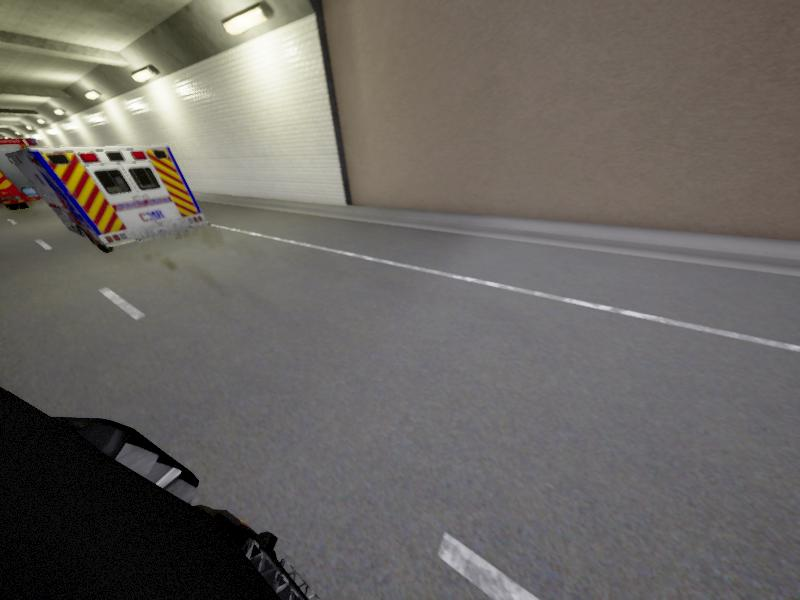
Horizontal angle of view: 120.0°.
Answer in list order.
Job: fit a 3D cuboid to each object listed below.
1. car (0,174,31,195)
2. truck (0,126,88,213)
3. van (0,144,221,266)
[{"bbox_3d":[-36.864,-10.809,21.485,4.674,1.442,1.812,16,38,26],"label":"car"},{"bbox_3d":[-24.194,-8.136,14.406,8.468,3.827,2.891,16,39,26],"label":"truck"},{"bbox_3d":[-9.070,-3.218,7.187,6.366,2.431,2.351,16,38,26],"label":"van"}]
